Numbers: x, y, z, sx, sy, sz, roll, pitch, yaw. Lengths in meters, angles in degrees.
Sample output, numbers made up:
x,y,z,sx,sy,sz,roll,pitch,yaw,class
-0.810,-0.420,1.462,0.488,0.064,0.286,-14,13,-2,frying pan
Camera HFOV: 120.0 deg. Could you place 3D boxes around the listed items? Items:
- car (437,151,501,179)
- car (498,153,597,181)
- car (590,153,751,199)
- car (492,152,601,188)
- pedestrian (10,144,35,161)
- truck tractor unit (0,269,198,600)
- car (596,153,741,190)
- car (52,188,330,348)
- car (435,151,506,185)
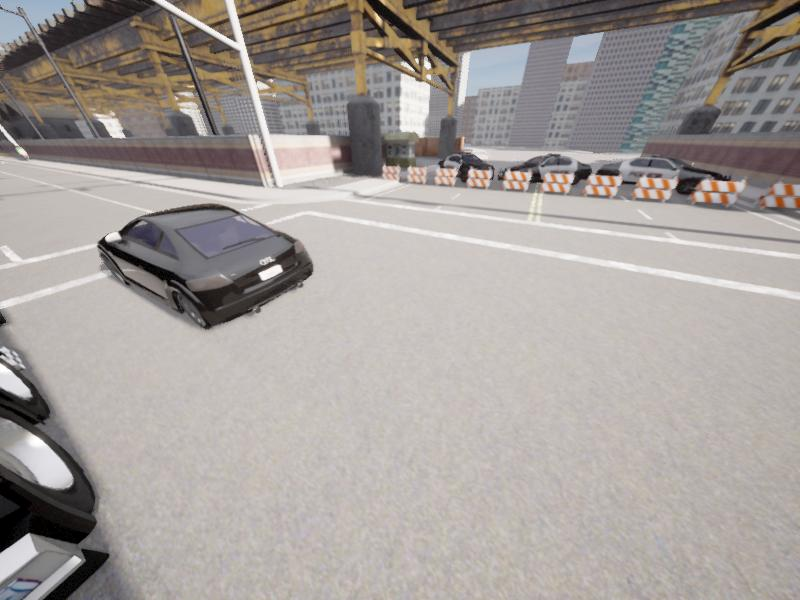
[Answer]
x,y,z,sx,sy,sz,roll,pitch,yaw,class
4.357,-9.123,15.413,1.853,1.218,4.536,-10,36,-14,car
8.463,-7.853,13.544,4.536,1.218,1.853,-5,35,-6,car
13.493,-6.658,12.049,2.038,1.542,4.974,-20,39,-26,car
8.413,-7.719,13.628,4.974,1.542,2.038,-5,35,-6,car
-50.442,-19.675,30.888,0.751,1.860,0.751,6,35,9,pedestrian
-5.121,-0.288,0.774,6.516,4.208,3.053,18,39,24,truck tractor unit
13.464,-6.812,11.995,1.853,1.218,4.536,-20,39,-26,car
-3.692,-0.986,4.267,4.181,1.385,1.994,17,39,24,car
4.373,-8.965,15.462,2.038,1.542,4.974,-10,36,-14,car
